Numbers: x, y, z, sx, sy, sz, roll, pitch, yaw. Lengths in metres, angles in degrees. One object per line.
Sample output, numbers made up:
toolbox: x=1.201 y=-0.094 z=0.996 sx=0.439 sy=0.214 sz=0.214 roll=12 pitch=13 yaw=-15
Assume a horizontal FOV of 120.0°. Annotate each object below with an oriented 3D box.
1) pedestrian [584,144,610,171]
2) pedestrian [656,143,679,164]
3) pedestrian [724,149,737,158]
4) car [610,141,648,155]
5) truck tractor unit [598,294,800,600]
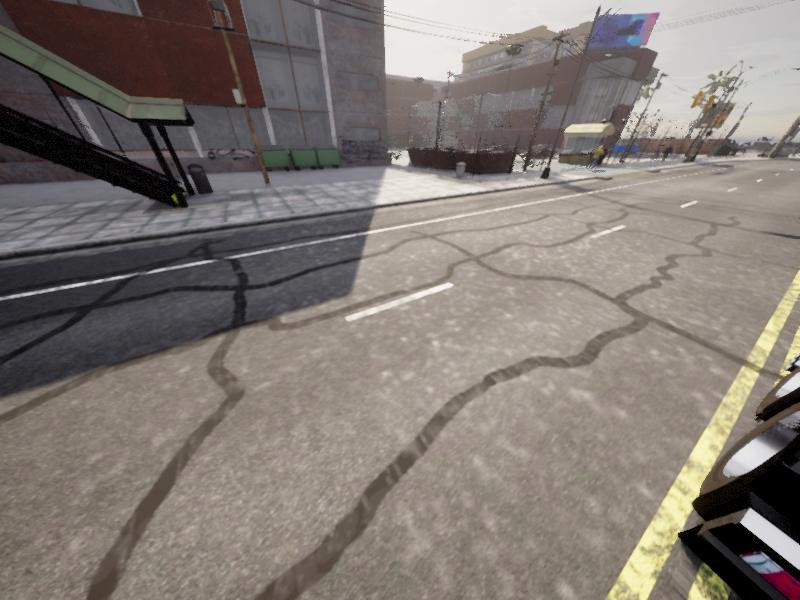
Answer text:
pedestrian: x=15.992 y=-11.615 z=18.827 sx=0.751 sy=1.860 sz=0.751 roll=-19 pitch=39 yaw=-25
pedestrian: x=28.794 y=-15.784 z=24.907 sx=0.751 sy=1.860 sz=0.751 roll=-20 pitch=40 yaw=-26
pedestrian: x=47.714 y=-21.094 z=33.336 sx=0.500 sy=1.100 sz=0.500 roll=-15 pitch=38 yaw=-20
car: x=43.607 y=-29.126 z=44.155 sx=1.878 sy=1.987 sz=4.442 roll=-19 pitch=39 yaw=-25
truck tractor unit: x=5.160 y=-0.249 z=0.709 sx=6.516 sy=4.208 sz=3.053 roll=-16 pitch=38 yaw=-22
